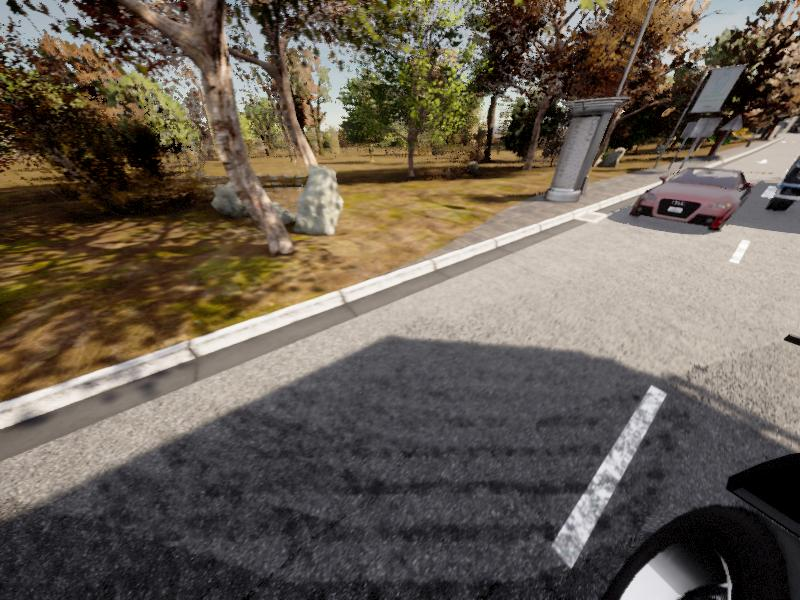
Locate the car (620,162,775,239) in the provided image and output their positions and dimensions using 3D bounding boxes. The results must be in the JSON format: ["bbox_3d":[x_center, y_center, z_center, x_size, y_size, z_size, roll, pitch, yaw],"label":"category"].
[{"bbox_3d":[9.272,-3.326,7.226,4.181,1.385,1.994,-22,41,-27],"label":"car"}]

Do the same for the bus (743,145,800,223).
[{"bbox_3d":[16.666,-5.357,7.449,10.273,4.253,3.944,-22,41,-27],"label":"bus"}]
